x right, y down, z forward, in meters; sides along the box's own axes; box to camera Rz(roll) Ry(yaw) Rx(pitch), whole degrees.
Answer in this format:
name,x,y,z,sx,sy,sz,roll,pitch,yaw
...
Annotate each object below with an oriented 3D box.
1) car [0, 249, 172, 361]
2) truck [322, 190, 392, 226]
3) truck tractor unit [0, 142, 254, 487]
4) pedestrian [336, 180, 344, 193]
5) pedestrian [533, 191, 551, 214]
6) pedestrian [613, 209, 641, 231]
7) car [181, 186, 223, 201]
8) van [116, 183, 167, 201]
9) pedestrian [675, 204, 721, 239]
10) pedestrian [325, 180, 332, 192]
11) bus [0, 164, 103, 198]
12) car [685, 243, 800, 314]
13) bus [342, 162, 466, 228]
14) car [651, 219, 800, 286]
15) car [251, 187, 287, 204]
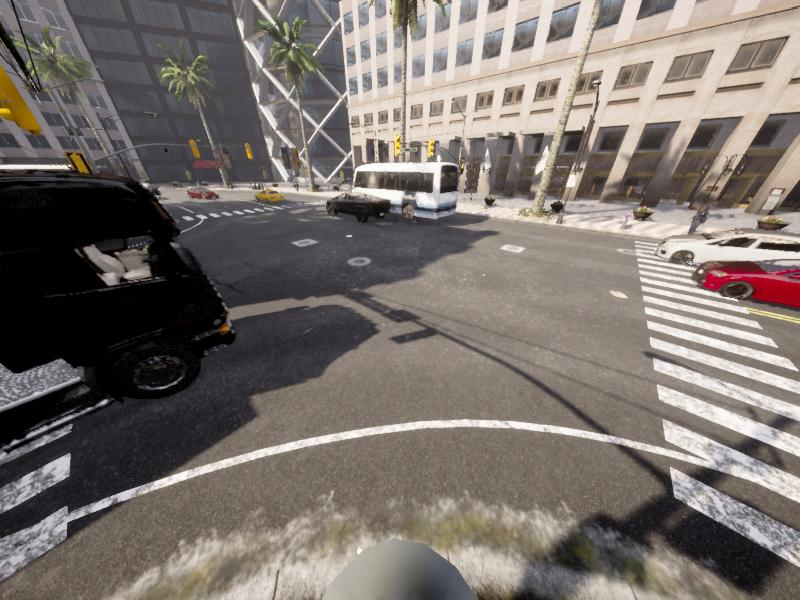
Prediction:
name,x,y,z,sx,sy,sz,roll,pitch,yaw
car,-9.922,0.293,5.914,1.801,1.575,5.366,21,36,32
truck,-3.801,-8.180,20.075,6.274,2.098,2.390,23,37,34
truck tractor unit,-6.777,0.299,3.258,6.516,4.208,3.053,-27,39,-37
pedestrian,-10.009,-18.885,38.502,0.751,1.860,0.751,22,37,33
pedestrian,13.209,-9.056,21.477,0.751,1.860,0.751,-26,39,-38
pedestrian,15.599,-5.520,15.913,0.751,1.300,0.751,7,31,12
car,-27.825,-15.021,32.542,4.792,1.488,2.163,13,32,21
van,-35.305,-14.805,31.601,4.480,2.038,2.069,7,30,11
pedestrian,17.978,-4.726,13.979,0.751,1.860,0.751,-5,30,-9
pedestrian,-12.300,-19.664,39.852,0.751,1.860,0.751,-13,32,-21
bus,-55.529,-18.505,35.804,10.273,4.253,3.944,-9,31,-15
car,13.116,-0.604,7.684,4.181,1.385,1.994,23,37,34
bus,-0.090,-9.742,20.630,10.273,4.253,3.944,23,37,34
car,14.887,-2.291,10.304,4.611,1.667,2.242,23,37,34
car,-17.075,-13.609,29.996,5.366,1.575,1.801,22,37,33
